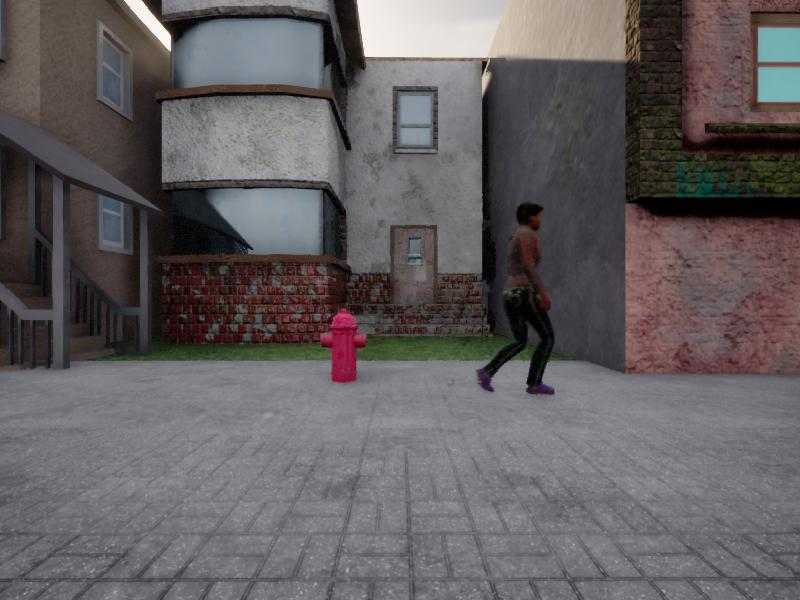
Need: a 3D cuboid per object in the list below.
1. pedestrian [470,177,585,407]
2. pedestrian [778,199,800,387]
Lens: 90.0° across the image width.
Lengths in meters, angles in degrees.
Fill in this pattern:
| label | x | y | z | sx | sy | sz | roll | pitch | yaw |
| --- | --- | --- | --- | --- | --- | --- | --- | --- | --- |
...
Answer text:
| label | x | y | z | sx | sy | sz | roll | pitch | yaw |
| --- | --- | --- | --- | --- | --- | --- | --- | --- | --- |
| pedestrian | 1.120 | -0.067 | 3.653 | 0.751 | 1.860 | 0.751 | 0 | 0 | -7 |
| pedestrian | 4.332 | -0.067 | 3.809 | 0.751 | 1.860 | 0.751 | 0 | 0 | -1 |
